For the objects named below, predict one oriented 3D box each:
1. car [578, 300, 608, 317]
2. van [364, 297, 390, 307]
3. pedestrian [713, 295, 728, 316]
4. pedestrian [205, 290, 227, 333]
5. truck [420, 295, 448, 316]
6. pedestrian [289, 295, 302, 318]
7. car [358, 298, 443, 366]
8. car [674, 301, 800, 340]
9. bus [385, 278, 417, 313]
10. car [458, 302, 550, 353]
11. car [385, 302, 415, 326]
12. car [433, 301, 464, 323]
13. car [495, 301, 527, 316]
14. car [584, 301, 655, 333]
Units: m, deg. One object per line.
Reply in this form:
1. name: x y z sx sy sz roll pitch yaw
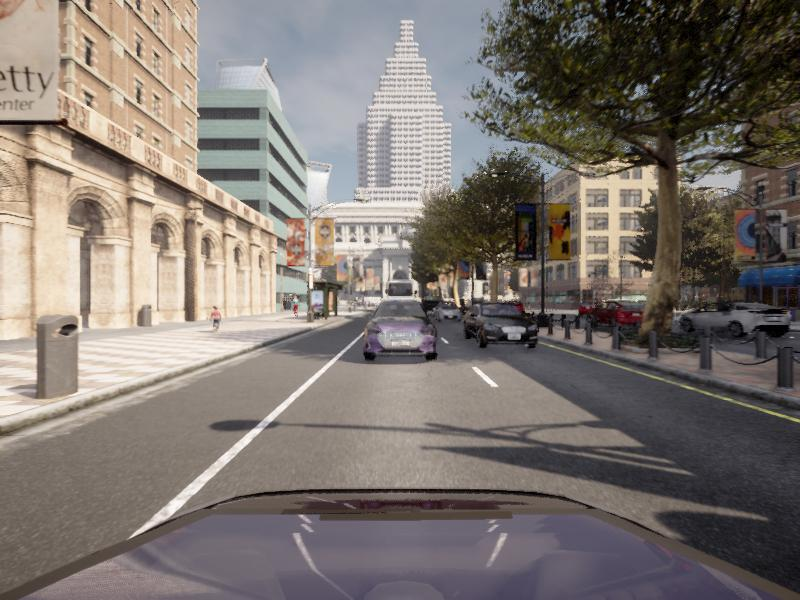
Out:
1. car: 18.468 0.827 38.279 1.789 1.549 3.705 -1 -1 39
2. van: -5.791 0.409 101.003 6.366 2.431 2.351 0 0 0
3. pedestrian: 28.121 0.498 35.096 0.751 1.860 0.751 0 0 15
4. pedestrian: -8.154 0.492 17.730 0.751 1.860 0.751 0 0 -14
5. truck: 3.512 0.558 42.753 2.390 2.098 6.274 0 0 0
6. pedestrian: -8.413 0.497 32.206 0.751 1.860 0.751 0 0 12
7. car: 0.009 0.783 12.051 2.033 1.649 4.856 0 0 0
8. car: 15.003 0.835 18.208 2.007 1.525 4.514 0 0 0
9. bus: 0.143 -0.514 53.778 3.944 4.253 10.273 0 0 0
10. car: 3.509 0.838 14.648 2.128 1.511 4.902 0 0 0
11. car: 0.012 0.855 26.615 1.837 1.490 4.892 0 0 0
12. car: 3.516 0.837 29.609 1.845 1.501 3.633 0 0 0
13. car: 11.506 0.843 41.773 2.007 1.525 4.514 0 0 0
14. car: 11.503 0.821 21.273 1.789 1.549 3.705 0 0 0
